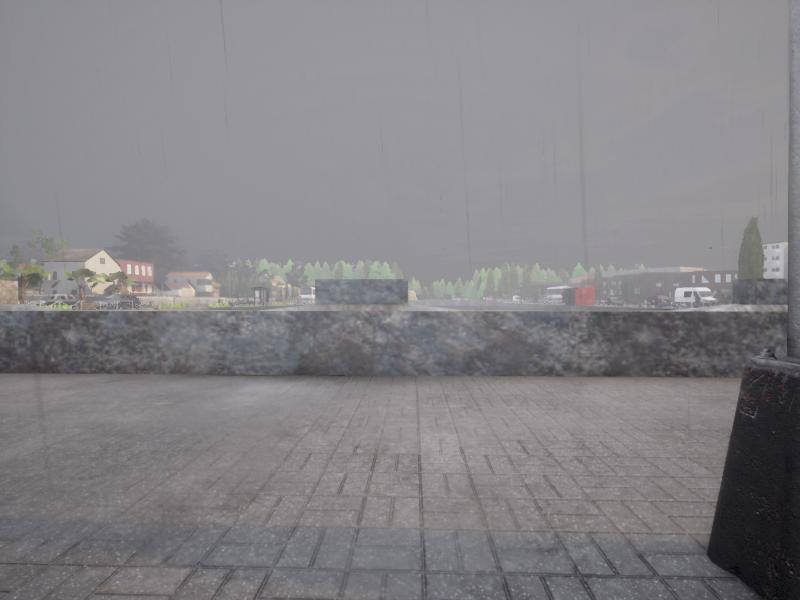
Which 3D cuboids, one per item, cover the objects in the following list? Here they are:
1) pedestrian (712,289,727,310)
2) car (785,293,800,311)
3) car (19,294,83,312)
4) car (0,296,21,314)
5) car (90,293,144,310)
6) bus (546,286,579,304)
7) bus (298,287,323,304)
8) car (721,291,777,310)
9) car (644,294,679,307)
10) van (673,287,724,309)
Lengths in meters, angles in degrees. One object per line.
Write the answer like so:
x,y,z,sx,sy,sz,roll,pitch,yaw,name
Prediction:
28.248,-0.053,35.359,0.751,1.860,0.751,0,0,3,pedestrian
36.340,0.201,34.239,1.801,1.575,5.366,0,0,2,car
-29.422,0.253,33.891,1.970,1.475,3.806,0,0,2,car
-29.630,0.344,27.856,1.895,1.301,4.718,0,0,2,car
-29.171,0.178,41.451,2.033,1.649,4.856,0,0,2,car
38.506,-1.139,95.404,3.944,4.253,10.273,0,0,2,bus
-23.151,-1.139,104.702,3.944,4.253,10.273,0,0,2,bus
36.603,0.052,42.120,1.932,1.855,4.605,0,0,2,car
37.100,0.094,56.978,2.097,1.767,4.553,0,0,2,car
36.850,-0.278,49.652,1.988,2.561,5.915,0,0,2,van
